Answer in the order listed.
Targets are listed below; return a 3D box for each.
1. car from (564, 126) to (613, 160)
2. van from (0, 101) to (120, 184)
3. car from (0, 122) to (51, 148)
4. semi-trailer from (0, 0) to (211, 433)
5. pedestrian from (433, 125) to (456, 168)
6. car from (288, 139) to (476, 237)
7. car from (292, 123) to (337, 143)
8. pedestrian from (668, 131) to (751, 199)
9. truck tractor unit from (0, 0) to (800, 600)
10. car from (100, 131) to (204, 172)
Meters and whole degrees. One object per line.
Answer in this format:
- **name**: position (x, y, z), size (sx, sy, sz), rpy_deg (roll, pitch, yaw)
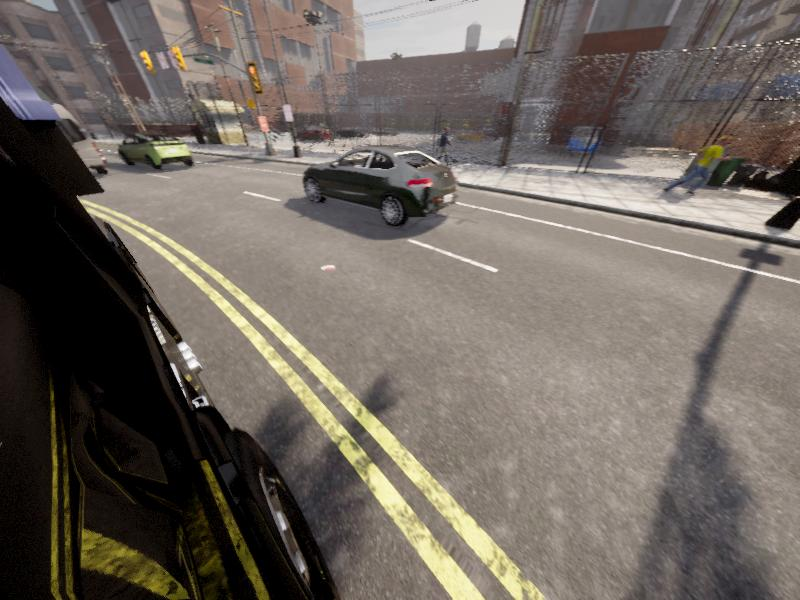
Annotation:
- **car**: position (14.750, -12.607, 18.387), size (1.878, 1.987, 4.442), rpy_deg (17, 40, 20)
- **van**: position (-16.085, -7.074, 10.269), size (5.915, 2.561, 1.988), rpy_deg (18, 41, 21)
- **car**: position (-34.610, -14.905, 20.784), size (4.856, 1.649, 2.033), rpy_deg (18, 41, 20)
- **semi-trailer**: position (-9.287, -3.062, 3.648), size (14.254, 4.402, 2.717), rpy_deg (20, 42, 24)
- **pedestrian**: position (2.375, -8.192, 12.380), size (0.751, 1.860, 0.751), rpy_deg (18, 41, 21)
- **car**: position (-0.741, -3.621, 6.864), size (5.027, 1.651, 2.152), rpy_deg (26, 44, 29)
- **car**: position (-10.190, -20.028, 27.661), size (4.553, 1.767, 2.185), rpy_deg (17, 40, 20)
- **pedestrian**: position (10.240, -4.514, 7.773), size (0.751, 1.860, 0.751), rpy_deg (25, 43, 28)
- **truck tractor unit**: position (-2.645, -0.295, 0.351), size (6.516, 4.208, 3.053), rpy_deg (28, 43, 30)
- **car**: position (-13.469, -8.202, 12.617), size (4.514, 1.525, 2.007), rpy_deg (18, 41, 21)
